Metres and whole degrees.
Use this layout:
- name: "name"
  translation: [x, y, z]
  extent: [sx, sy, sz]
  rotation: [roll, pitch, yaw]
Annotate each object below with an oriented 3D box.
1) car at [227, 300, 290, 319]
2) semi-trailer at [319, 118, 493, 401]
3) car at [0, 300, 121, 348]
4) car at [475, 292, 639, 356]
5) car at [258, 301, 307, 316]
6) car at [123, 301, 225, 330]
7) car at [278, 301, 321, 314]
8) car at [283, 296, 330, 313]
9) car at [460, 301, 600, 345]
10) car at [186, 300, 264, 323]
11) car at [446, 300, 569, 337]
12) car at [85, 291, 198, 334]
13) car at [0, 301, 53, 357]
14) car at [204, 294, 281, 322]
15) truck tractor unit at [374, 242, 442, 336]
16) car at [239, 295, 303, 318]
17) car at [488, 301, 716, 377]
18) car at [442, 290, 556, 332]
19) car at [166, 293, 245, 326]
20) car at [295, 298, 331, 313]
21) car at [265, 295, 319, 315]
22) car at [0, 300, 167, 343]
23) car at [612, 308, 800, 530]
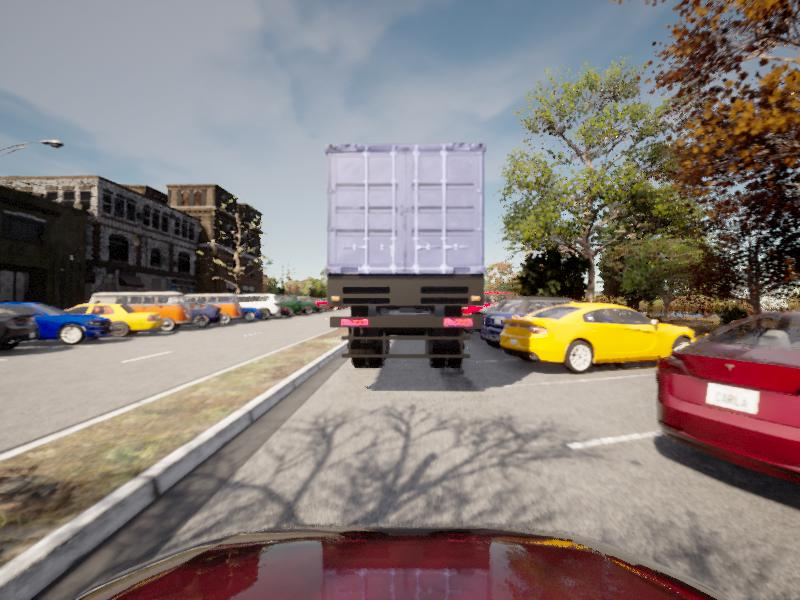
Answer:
- name: "car"
  translation: [-12.374, 0.820, 35.240]
  extent: [5.008, 1.535, 2.097]
  rotation: [-1, 0, -18]
- name: "semi-trailer"
  translation: [0.256, -0.617, 13.378]
  extent: [2.717, 4.402, 14.254]
  rotation: [0, 0, 1]
- name: "car"
  translation: [-13.190, 0.817, 14.185]
  extent: [5.008, 1.535, 2.097]
  rotation: [-1, 0, -18]
- name: "car"
  translation: [4.976, 0.701, 12.835]
  extent: [4.553, 1.767, 2.185]
  rotation: [1, 0, -18]
- name: "car"
  translation: [-12.098, 0.850, 41.256]
  extent: [4.792, 1.488, 2.163]
  rotation: [-1, 0, -18]
- name: "car"
  translation: [-12.884, 0.849, 23.207]
  extent: [4.792, 1.488, 2.163]
  rotation: [-1, 0, -18]
- name: "car"
  translation: [-11.853, 0.850, 47.263]
  extent: [4.792, 1.488, 2.163]
  rotation: [-1, 0, -18]
- name: "car"
  translation: [-11.733, 0.570, 50.271]
  extent: [5.566, 2.045, 2.435]
  rotation: [-1, 0, -18]
- name: "car"
  translation: [5.086, 0.827, 15.810]
  extent: [4.892, 1.521, 2.231]
  rotation: [1, 0, -18]
- name: "car"
  translation: [-12.619, 0.820, 29.234]
  extent: [5.008, 1.535, 2.097]
  rotation: [-1, 0, -18]
- name: "car"
  translation: [5.017, 0.820, 18.716]
  extent: [5.366, 1.575, 1.946]
  rotation: [1, 0, -18]
- name: "car"
  translation: [-12.865, 0.591, 20.248]
  extent: [4.442, 1.987, 1.878]
  rotation: [-1, 0, -18]
- name: "car"
  translation: [-13.256, 0.817, 11.167]
  extent: [4.892, 1.521, 2.231]
  rotation: [-1, 0, -19]
- name: "car"
  translation: [-12.522, 0.569, 32.224]
  extent: [5.566, 2.045, 2.435]
  rotation: [-1, 0, -18]
- name: "truck tractor unit"
  translation: [0.463, -0.521, 21.288]
  extent: [3.053, 4.208, 6.516]
  rotation: [0, 0, 2]
- name: "car"
  translation: [-12.277, 0.569, 38.227]
  extent: [5.566, 2.045, 2.435]
  rotation: [-1, 0, -18]
- name: "car"
  translation: [4.921, 0.827, 9.879]
  extent: [5.008, 1.535, 2.097]
  rotation: [1, 0, -18]
- name: "car"
  translation: [5.329, 0.574, 21.759]
  extent: [5.566, 2.045, 2.435]
  rotation: [1, 0, -18]
- name: "car"
  translation: [-12.631, 0.592, 26.268]
  extent: [4.442, 1.987, 1.878]
  rotation: [-1, 0, -18]
- name: "car"
  translation: [-11.596, 0.696, 53.264]
  extent: [4.553, 1.767, 2.185]
  rotation: [-1, 0, -18]
- name: "car"
  translation: [-11.982, 0.569, 44.262]
  extent: [5.566, 2.045, 2.435]
  rotation: [-1, 0, -18]
- name: "car"
  translation: [-13.256, 0.817, 17.133]
  extent: [5.366, 1.575, 1.946]
  rotation: [-1, 0, -18]
- name: "car"
  translation: [4.856, 0.858, 3.968]
  extent: [4.792, 1.488, 2.163]
  rotation: [1, 0, -19]
